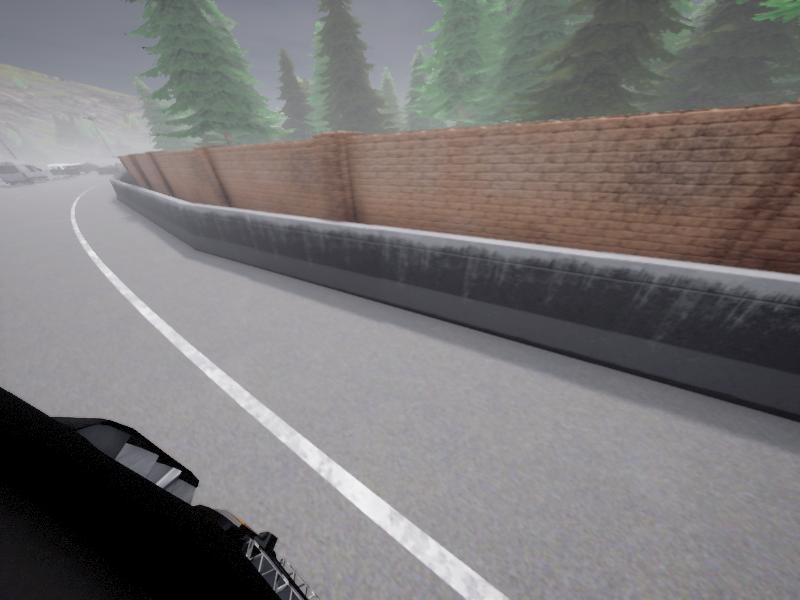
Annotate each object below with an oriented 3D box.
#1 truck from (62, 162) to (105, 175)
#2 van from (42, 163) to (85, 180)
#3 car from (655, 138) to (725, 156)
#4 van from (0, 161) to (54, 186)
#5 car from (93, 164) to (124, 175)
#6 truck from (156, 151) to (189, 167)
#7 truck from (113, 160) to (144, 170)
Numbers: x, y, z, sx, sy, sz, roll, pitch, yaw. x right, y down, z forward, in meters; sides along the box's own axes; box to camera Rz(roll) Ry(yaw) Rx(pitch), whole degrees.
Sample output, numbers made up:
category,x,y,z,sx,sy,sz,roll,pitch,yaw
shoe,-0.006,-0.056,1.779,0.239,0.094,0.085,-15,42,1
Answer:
category,x,y,z,sx,sy,sz,roll,pitch,yaw
truck,-65.993,-27.635,48.410,2.390,2.098,6.274,-16,36,-19
van,-55.551,-21.367,38.268,2.069,2.038,4.480,-20,37,-25
car,35.523,-18.872,28.572,4.856,1.649,2.033,19,39,29
van,-49.431,-16.724,30.360,1.988,2.561,5.915,-23,38,-28
car,-55.445,-24.898,44.059,1.882,1.535,5.008,-18,36,-22
truck,-68.600,-42.831,70.025,2.891,3.827,8.468,-10,34,-12
truck,-72.601,-36.237,61.884,2.390,2.098,6.274,-12,35,-15
